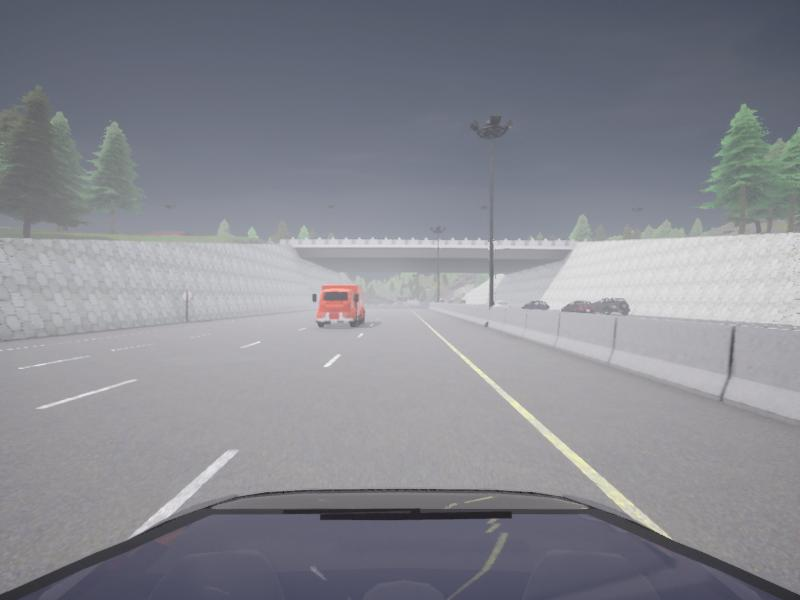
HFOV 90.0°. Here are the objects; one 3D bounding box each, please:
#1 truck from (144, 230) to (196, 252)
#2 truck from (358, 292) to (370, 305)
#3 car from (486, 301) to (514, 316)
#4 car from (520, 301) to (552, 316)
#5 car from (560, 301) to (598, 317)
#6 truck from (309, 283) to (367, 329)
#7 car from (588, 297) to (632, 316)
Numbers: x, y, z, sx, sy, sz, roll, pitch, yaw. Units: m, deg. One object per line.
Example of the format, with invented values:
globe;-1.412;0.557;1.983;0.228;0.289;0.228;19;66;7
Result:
truck;-44.303;-11.400;77.225;8.468;3.827;2.891;0;0;0
truck;-10.592;-0.439;118.614;2.891;3.827;8.468;0;0;0
car;10.475;0.828;42.352;1.812;1.442;4.674;0;0;0
car;13.979;0.814;41.299;1.816;1.474;4.193;0;0;0
car;17.480;0.816;39.224;1.816;1.474;4.193;0;0;0
truck;-3.511;0.342;23.926;2.627;2.467;5.204;0;-1;0
car;20.983;0.614;40.181;1.932;1.855;4.605;0;0;0
